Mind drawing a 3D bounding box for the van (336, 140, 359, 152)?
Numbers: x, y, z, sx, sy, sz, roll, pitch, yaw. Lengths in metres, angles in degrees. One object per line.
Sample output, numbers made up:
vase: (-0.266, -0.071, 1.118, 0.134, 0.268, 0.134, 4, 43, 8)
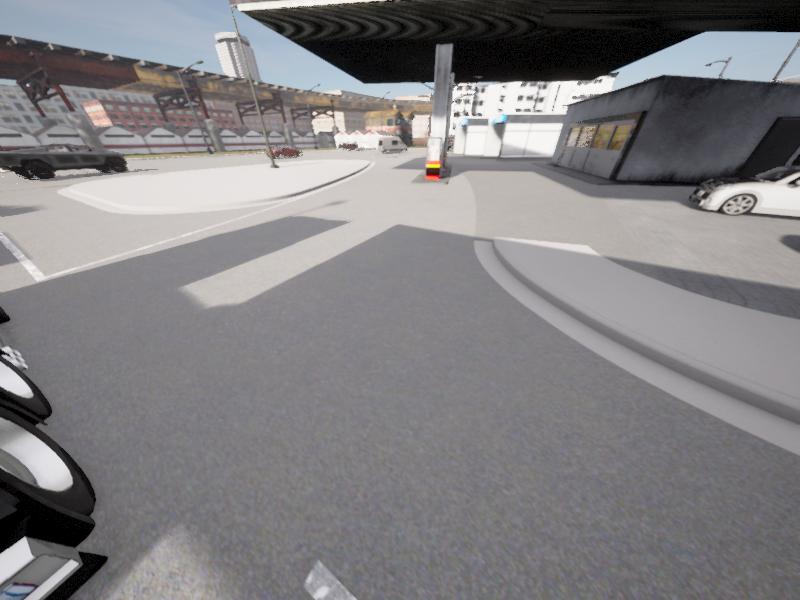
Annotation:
van: (-11.894, -35.245, 52.843, 4.480, 2.038, 2.069, -25, 37, -31)

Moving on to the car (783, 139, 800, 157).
car: (55.682, -20.041, 30.531, 2.150, 2.045, 5.566, 13, 37, 18)

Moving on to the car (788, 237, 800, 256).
car: (10.526, -0.656, 3.198, 4.611, 1.667, 2.242, 18, 39, 25)

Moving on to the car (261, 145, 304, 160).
car: (-16.975, -21.634, 33.717, 2.152, 1.651, 5.027, 18, 39, 25)

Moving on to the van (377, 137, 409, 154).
van: (-1.216, -29.279, 43.779, 5.915, 2.561, 1.988, -22, 40, -28)

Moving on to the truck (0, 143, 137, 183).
truck: (-24.915, -10.413, 17.259, 2.390, 2.098, 6.274, 11, 36, 16)

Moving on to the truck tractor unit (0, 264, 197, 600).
truck tractor unit: (-5.119, -0.290, 0.790, 6.516, 4.208, 3.053, 18, 39, 24)

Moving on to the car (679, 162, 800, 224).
car: (12.739, -3.595, 7.679, 3.806, 1.475, 1.970, 18, 39, 25)
